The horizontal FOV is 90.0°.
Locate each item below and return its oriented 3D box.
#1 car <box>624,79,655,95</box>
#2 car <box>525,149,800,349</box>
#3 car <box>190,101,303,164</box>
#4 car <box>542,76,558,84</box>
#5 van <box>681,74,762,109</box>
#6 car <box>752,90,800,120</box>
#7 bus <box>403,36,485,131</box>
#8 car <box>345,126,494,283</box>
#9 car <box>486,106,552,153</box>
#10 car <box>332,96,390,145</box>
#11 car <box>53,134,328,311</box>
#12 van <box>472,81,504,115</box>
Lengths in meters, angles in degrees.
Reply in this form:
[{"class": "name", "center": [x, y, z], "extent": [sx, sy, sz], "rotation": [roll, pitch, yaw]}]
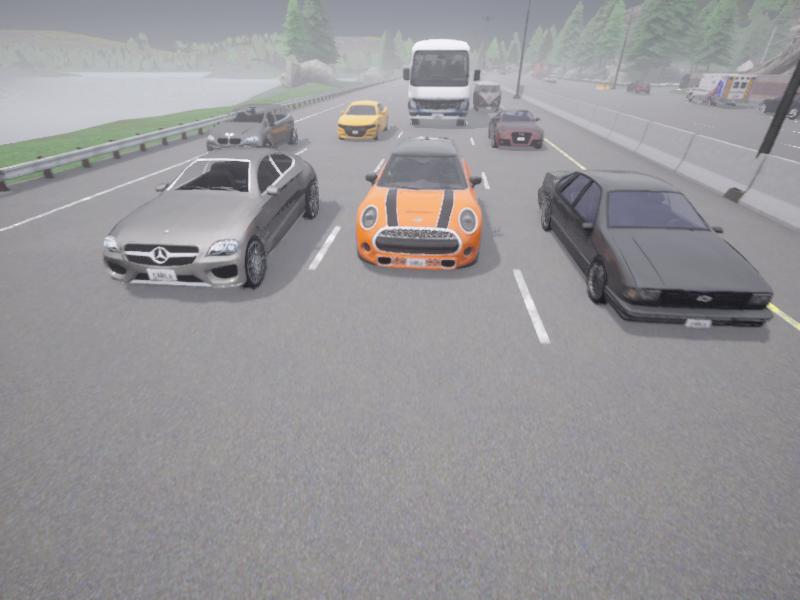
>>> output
[{"class": "car", "center": [30.105, -26.896, 50.477], "extent": [1.789, 1.549, 3.705], "rotation": [3, 31, 5]}, {"class": "car", "center": [3.858, -1.390, 6.993], "extent": [2.033, 1.411, 5.357], "rotation": [2, 30, 4]}, {"class": "car", "center": [-5.718, -6.716, 15.741], "extent": [2.242, 1.667, 4.611], "rotation": [3, 30, 5]}, {"class": "car", "center": [30.211, -44.515, 80.760], "extent": [1.895, 1.301, 4.718], "rotation": [3, 31, 5]}, {"class": "van", "center": [28.367, -18.770, 35.749], "extent": [2.351, 2.431, 6.366], "rotation": [3, 31, 5]}, {"class": "car", "center": [27.371, -13.525, 27.682], "extent": [1.882, 1.535, 5.008], "rotation": [3, 31, 5]}, {"class": "bus", "center": [2.692, -13.515, 24.832], "extent": [3.944, 4.253, 10.273], "rotation": [3, 31, 6]}, {"class": "car", "center": [0.469, -2.229, 8.012], "extent": [2.097, 1.767, 4.553], "rotation": [3, 30, 5]}, {"class": "car", "center": [5.049, -7.603, 17.617], "extent": [1.994, 1.385, 4.181], "rotation": [3, 31, 5]}, {"class": "car", "center": [-1.729, -8.960, 19.723], "extent": [1.882, 1.535, 5.008], "rotation": [3, 31, 5]}, {"class": "car", "center": [-3.090, -1.867, 7.538], "extent": [2.152, 1.651, 5.027], "rotation": [2, 30, 4]}, {"class": "van", "center": [6.588, -15.384, 30.276], "extent": [1.775, 1.987, 4.442], "rotation": [3, 31, 5]}]
